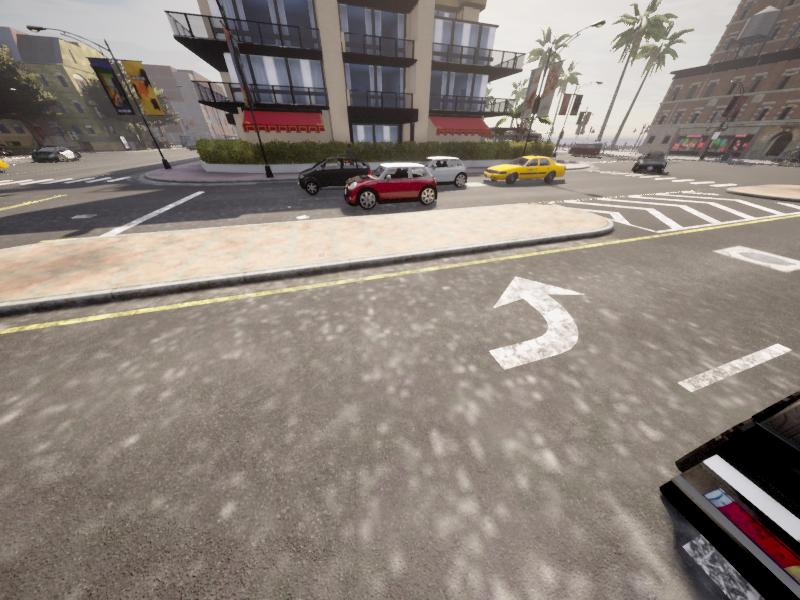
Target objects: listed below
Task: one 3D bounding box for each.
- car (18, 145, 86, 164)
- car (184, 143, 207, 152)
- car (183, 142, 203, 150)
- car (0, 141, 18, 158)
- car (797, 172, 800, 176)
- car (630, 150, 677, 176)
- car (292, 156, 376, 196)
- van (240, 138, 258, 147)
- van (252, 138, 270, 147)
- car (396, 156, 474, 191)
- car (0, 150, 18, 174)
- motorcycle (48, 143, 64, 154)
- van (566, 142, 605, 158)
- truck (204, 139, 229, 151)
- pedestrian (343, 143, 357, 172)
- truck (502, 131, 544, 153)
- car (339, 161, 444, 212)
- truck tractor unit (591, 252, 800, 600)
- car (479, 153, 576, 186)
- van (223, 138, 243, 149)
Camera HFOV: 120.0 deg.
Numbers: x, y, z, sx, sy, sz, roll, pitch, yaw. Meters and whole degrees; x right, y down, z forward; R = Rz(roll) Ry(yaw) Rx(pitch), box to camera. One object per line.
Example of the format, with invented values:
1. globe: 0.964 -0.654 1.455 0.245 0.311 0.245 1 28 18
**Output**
1. car: -38.485 -16.289 25.783 2.038 1.542 4.974 -16 38 -22
2. car: -43.823 -32.915 49.652 1.837 1.490 4.892 -10 36 -15
3. car: -49.833 -37.097 55.665 1.812 1.442 4.674 -10 36 -15
4. car: -55.522 -20.170 30.922 3.866 1.878 1.905 -8 36 -12
5. car: 33.850 -9.595 16.758 1.812 1.442 4.674 -10 36 -14
6. car: 21.508 -11.765 19.712 2.007 1.525 4.514 27 43 33
7. car: -3.304 -6.441 11.868 3.705 1.549 1.789 -10 36 -14
8. van: -51.062 -53.514 78.371 2.351 2.431 6.366 -2 35 -4
9. van: -47.586 -54.147 79.306 2.351 2.431 6.366 1 35 1
10. car: 1.880 -7.318 13.232 3.806 1.475 1.970 -10 36 -14
11. car: -30.609 -9.302 15.759 1.801 1.575 5.366 -11 36 -16
12. motorcycle: -57.957 -25.514 38.886 2.356 1.277 0.764 28 53 34
13. van: 29.819 -24.299 37.377 1.775 1.987 4.442 -10 36 -14
14. truck: -41.127 -34.906 52.006 2.390 2.098 6.274 -10 36 -15
15. pedestrian: -3.827 -10.946 17.759 0.751 1.860 0.751 -10 36 -15
16. truck: 27.626 -36.092 52.690 2.891 3.827 8.468 -10 36 -14
17. car: -0.414 -4.821 9.629 3.806 1.475 1.970 -10 36 -14
18. truck tractor unit: 5.283 -0.073 0.453 6.516 4.208 3.053 -10 36 -14
19. car: 8.069 -8.448 14.808 5.366 1.575 1.801 -10 36 -14
20. van: -45.403 -42.722 62.910 2.351 2.431 6.366 -10 36 -15
